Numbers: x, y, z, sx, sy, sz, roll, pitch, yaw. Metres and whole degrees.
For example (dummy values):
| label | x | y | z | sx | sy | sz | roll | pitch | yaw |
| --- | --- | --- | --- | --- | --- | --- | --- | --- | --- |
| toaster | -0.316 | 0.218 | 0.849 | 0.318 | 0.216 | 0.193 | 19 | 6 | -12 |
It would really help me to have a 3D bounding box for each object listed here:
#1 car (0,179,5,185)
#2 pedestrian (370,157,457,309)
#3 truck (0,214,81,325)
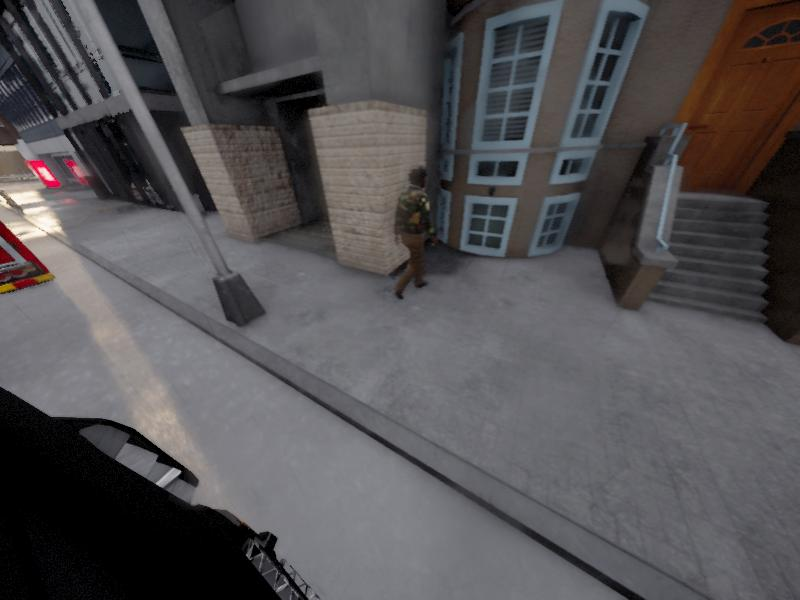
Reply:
| label | x | y | z | sx | sy | sz | roll | pitch | yaw |
| --- | --- | --- | --- | --- | --- | --- | --- | --- | --- |
| car | -44.293 | -11.853 | 22.846 | 2.038 | 1.542 | 4.974 | -2 | 34 | -1 |
| pedestrian | 0.179 | -0.927 | 3.311 | 0.751 | 1.860 | 0.751 | -24 | 39 | -28 |
| truck | -10.346 | -1.981 | 3.998 | 8.468 | 3.827 | 2.891 | 16 | 38 | 26 |
